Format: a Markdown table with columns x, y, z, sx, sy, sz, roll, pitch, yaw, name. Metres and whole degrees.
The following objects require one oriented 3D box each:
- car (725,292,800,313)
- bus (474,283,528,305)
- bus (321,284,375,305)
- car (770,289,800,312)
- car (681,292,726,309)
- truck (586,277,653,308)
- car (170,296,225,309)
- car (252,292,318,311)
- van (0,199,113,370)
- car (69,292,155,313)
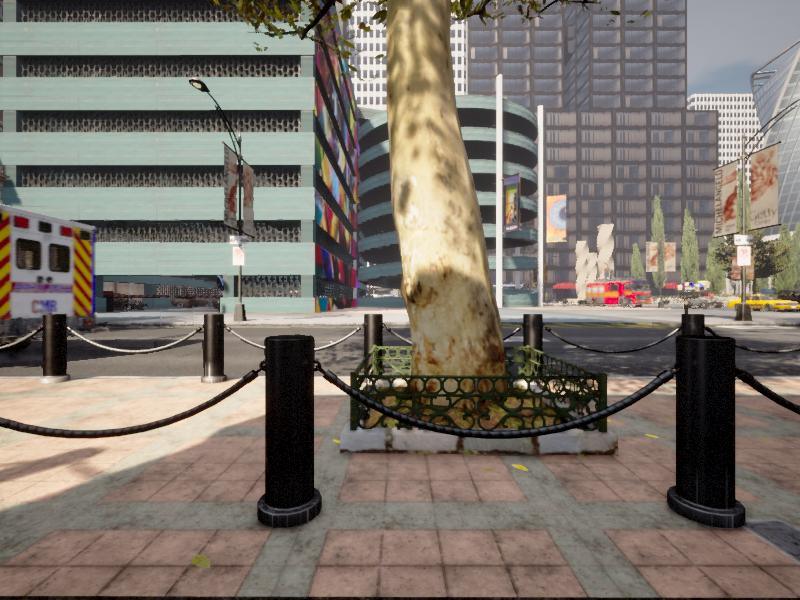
| x | y | z | sx | sy | sz | roll | pitch | yaw | name |
| --- | --- | --- | --- | --- | --- | --- | --- | --- | --- |
| 30.029 | 0.201 | 33.190 | 1.801 | 1.575 | 5.366 | 0 | 0 | 0 | car |
| 21.065 | -1.144 | 83.605 | 10.273 | 4.253 | 3.944 | -1 | -1 | 33 | bus |
| -10.415 | -1.138 | 81.127 | 10.273 | 4.253 | 3.944 | 0 | 0 | 0 | bus |
| 33.518 | 0.046 | 33.266 | 1.905 | 1.878 | 3.866 | 0 | 0 | 0 | car |
| 33.478 | 0.044 | 44.251 | 1.905 | 1.878 | 3.866 | 0 | 0 | -1 | car |
| 29.189 | -0.921 | 53.831 | 2.891 | 3.827 | 8.468 | 0 | 0 | -15 | truck |
| -20.752 | 0.207 | 41.191 | 4.718 | 1.301 | 1.895 | 0 | 0 | 0 | car |
| -9.593 | 0.117 | 33.684 | 4.902 | 1.511 | 2.128 | 0 | 0 | 0 | car |
| -8.847 | -0.222 | 6.734 | 6.366 | 2.431 | 2.351 | 0 | 0 | 0 | van |
| -21.193 | 0.157 | 29.591 | 4.786 | 1.482 | 2.161 | 0 | 0 | 0 | car |
